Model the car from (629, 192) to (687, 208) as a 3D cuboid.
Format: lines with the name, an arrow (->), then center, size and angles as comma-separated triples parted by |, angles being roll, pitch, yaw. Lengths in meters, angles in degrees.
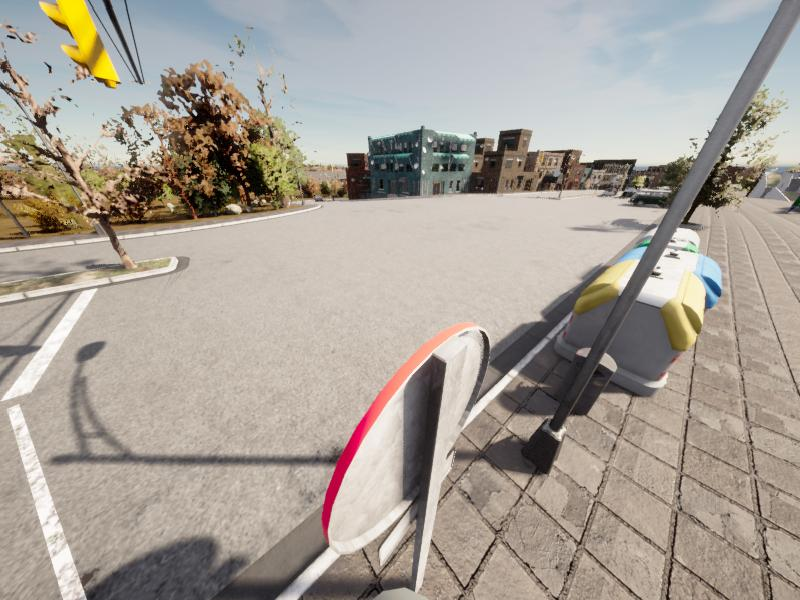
car -> 34.472, -13.468, 31.109 | 4.674, 1.452, 2.002 | 17, 32, 25

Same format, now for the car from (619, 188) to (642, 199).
car -> 43.859, -20.286, 43.903 | 5.238, 1.638, 1.930 | -21, 36, -35

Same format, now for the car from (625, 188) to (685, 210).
car -> 32.099, -12.864, 29.311 | 4.442, 1.987, 1.878 | 17, 33, 25

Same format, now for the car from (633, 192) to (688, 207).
car -> 36.754, -14.328, 32.812 | 4.674, 1.452, 2.002 | 17, 33, 25

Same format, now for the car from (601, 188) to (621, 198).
car -> 41.847, -21.354, 45.856 | 3.988, 1.617, 1.851 | -21, 36, -35
